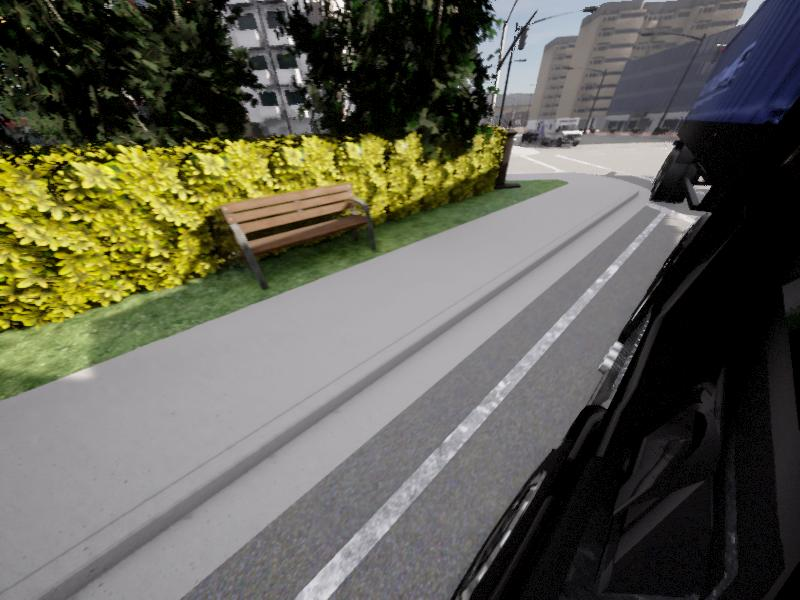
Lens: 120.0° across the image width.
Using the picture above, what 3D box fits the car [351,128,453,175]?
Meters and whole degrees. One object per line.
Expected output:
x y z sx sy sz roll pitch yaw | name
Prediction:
0.208 -9.024 14.043 5.566 2.045 2.150 2 37 6 | car

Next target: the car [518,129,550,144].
18.486 -22.816 32.222 2.128 1.511 4.902 2 36 5 | car

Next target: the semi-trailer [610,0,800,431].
8.122 -3.934 4.734 2.717 4.402 14.254 27 46 33 | semi-trailer

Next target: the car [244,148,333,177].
-7.070 -8.954 15.017 4.718 1.301 1.895 2 37 6 | car

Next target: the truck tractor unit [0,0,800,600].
2.645 -0.295 0.351 6.516 4.208 3.053 -28 44 -30 | truck tractor unit

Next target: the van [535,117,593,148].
17.748 -18.577 25.660 2.351 2.431 6.366 2 36 6 | van

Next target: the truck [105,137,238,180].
-15.093 -9.544 15.622 6.274 2.098 2.390 2 37 6 | truck
